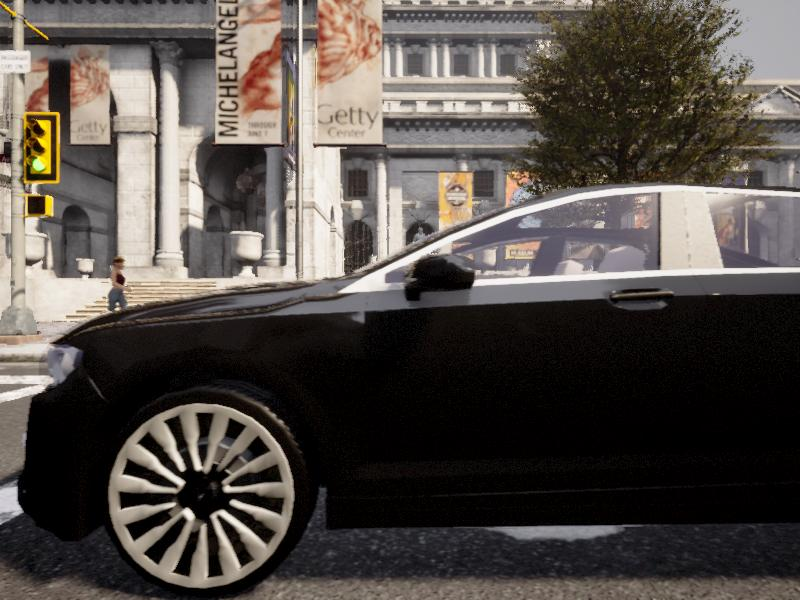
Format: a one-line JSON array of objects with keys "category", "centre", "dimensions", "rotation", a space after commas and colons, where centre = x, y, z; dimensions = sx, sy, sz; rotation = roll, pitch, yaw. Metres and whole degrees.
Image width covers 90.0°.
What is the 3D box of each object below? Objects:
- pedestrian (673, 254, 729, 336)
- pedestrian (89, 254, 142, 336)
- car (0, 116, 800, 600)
[{"category": "pedestrian", "centre": [7.050, -0.113, 9.407], "dimensions": [0.751, 1.860, 0.751], "rotation": [0, 0, 3]}, {"category": "pedestrian", "centre": [-6.667, -0.116, 9.417], "dimensions": [0.751, 1.860, 0.751], "rotation": [0, 0, -5]}, {"category": "car", "centre": [0.827, 0.236, 2.197], "dimensions": [4.902, 1.511, 2.128], "rotation": [0, 0, 0]}]
